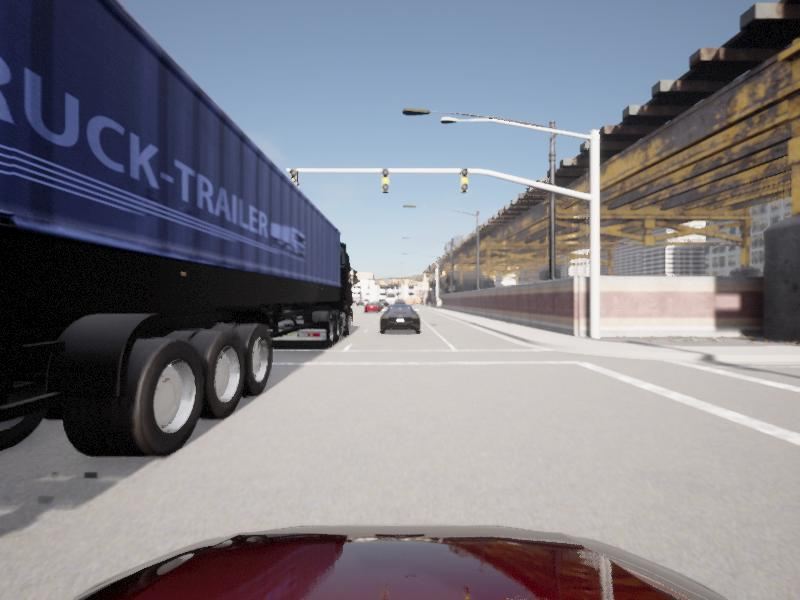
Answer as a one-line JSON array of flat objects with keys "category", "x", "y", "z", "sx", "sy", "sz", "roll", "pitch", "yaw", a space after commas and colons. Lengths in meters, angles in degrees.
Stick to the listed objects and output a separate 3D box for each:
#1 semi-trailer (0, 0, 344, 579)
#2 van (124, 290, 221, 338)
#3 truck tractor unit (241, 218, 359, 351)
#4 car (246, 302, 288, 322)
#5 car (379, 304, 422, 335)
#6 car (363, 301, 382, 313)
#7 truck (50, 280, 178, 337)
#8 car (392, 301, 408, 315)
[{"category": "semi-trailer", "x": -3.564, "y": -0.611, "z": 8.021, "sx": 2.717, "sy": 4.402, "sz": 14.254, "roll": 0, "pitch": 0, "yaw": 1}, {"category": "van", "x": -10.492, "y": 0.584, "z": 18.916, "sx": 2.069, "sy": 2.038, "sz": 4.480, "roll": 0, "pitch": 0, "yaw": 0}, {"category": "truck tractor unit", "x": -3.503, "y": -0.509, "z": 15.934, "sx": 3.053, "sy": 4.208, "sz": 6.516, "roll": 0, "pitch": 0, "yaw": 0}, {"category": "car", "x": -10.477, "y": 0.890, "z": 31.918, "sx": 1.812, "sy": 1.442, "sz": 4.674, "roll": 0, "pitch": 0, "yaw": 0}, {"category": "car", "x": 0.010, "y": 0.920, "z": 20.605, "sx": 1.994, "sy": 1.385, "sz": 4.181, "roll": 0, "pitch": 0, "yaw": 0}, {"category": "car", "x": -3.479, "y": 0.884, "z": 51.138, "sx": 2.163, "sy": 1.488, "sz": 4.792, "roll": 0, "pitch": 0, "yaw": 0}, {"category": "truck", "x": -13.869, "y": 0.370, "z": 19.973, "sx": 2.627, "sy": 2.467, "sz": 5.204, "roll": 0, "pitch": 0, "yaw": 1}, {"category": "car", "x": 0.018, "y": 0.899, "z": 46.125, "sx": 1.812, "sy": 1.442, "sz": 4.674, "roll": 0, "pitch": 0, "yaw": 0}]
